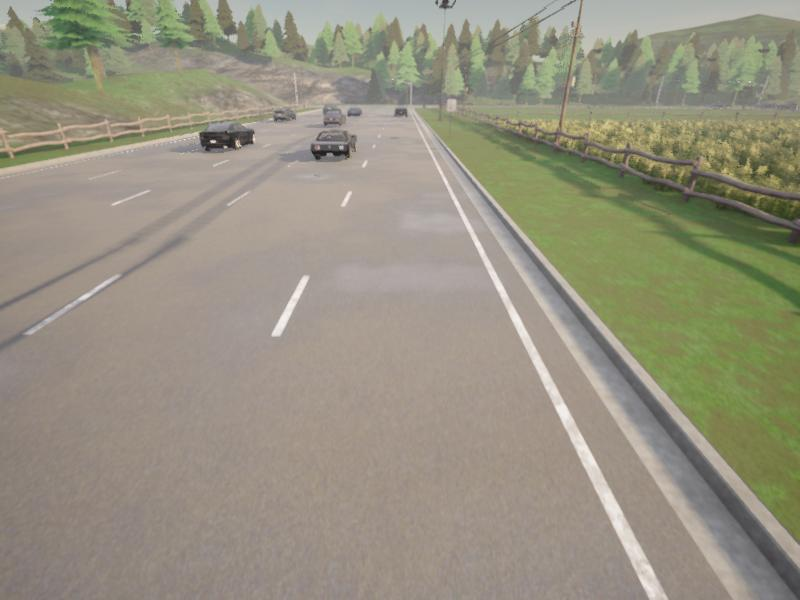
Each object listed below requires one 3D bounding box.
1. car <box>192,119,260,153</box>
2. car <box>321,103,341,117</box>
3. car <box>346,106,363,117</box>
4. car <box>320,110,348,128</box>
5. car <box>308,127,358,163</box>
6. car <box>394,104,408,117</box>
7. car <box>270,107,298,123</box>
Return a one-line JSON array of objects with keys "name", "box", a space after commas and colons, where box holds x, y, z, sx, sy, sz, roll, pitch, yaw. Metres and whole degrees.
[{"name": "car", "box": [-10.443, -10.112, 24.477, 1.882, 1.535, 5.008, 0, 27, 0]}, {"name": "car", "box": [-10.349, -28.713, 60.329, 2.097, 1.767, 4.553, 0, 27, 0]}, {"name": "car", "box": [-6.849, -28.686, 60.744, 1.994, 1.385, 4.181, 0, 27, 0]}, {"name": "car", "box": [-6.891, -19.176, 42.270, 2.033, 1.411, 5.357, 0, 27, 0]}, {"name": "car", "box": [-3.451, -8.477, 21.629, 1.895, 1.301, 4.718, 0, 27, 0]}, {"name": "car", "box": [0.153, -29.044, 61.231, 1.930, 1.638, 5.238, 0, 27, 0]}, {"name": "car", "box": [-13.880, -22.309, 48.146, 2.007, 1.525, 4.514, 0, 27, 0]}]
